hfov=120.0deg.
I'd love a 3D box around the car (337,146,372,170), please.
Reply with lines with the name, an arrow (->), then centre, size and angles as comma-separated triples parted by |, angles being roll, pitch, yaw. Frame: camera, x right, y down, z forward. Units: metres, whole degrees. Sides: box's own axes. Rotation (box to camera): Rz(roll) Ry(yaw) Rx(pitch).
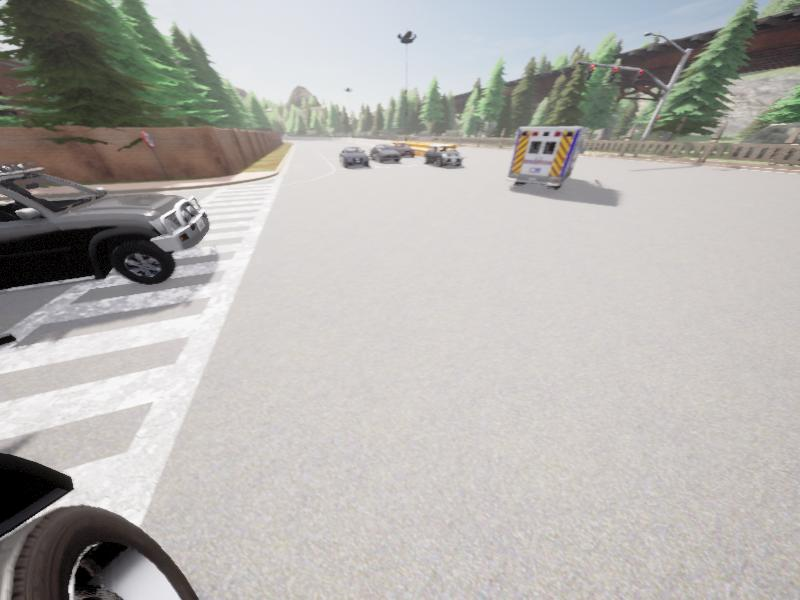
car -> -3.859, -11.895, 19.180 | 1.994, 1.385, 4.181 | -12, 37, -15

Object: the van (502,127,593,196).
van -> 7.858, -7.482, 12.079 | 2.351, 2.431, 6.366 | 24, 42, 29

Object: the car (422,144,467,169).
car -> 3.544, -11.973, 19.146 | 1.970, 1.475, 3.806 | -12, 37, -15

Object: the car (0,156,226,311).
car -> -6.226, -1.206, 3.941 | 4.605, 1.855, 1.932 | -14, 38, -17

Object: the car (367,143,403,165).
car -> -1.551, -14.265, 22.429 | 2.033, 1.411, 5.357 | -12, 37, -15

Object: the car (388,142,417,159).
car -> 0.204, -17.286, 26.628 | 1.994, 1.385, 4.181 | -13, 38, -17

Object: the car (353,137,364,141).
car -> -15.850, -61.923, 88.675 | 1.895, 1.301, 4.718 | -23, 42, -28

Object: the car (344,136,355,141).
car -> -19.062, -61.094, 87.429 | 2.128, 1.511, 4.902 | -23, 42, -28
